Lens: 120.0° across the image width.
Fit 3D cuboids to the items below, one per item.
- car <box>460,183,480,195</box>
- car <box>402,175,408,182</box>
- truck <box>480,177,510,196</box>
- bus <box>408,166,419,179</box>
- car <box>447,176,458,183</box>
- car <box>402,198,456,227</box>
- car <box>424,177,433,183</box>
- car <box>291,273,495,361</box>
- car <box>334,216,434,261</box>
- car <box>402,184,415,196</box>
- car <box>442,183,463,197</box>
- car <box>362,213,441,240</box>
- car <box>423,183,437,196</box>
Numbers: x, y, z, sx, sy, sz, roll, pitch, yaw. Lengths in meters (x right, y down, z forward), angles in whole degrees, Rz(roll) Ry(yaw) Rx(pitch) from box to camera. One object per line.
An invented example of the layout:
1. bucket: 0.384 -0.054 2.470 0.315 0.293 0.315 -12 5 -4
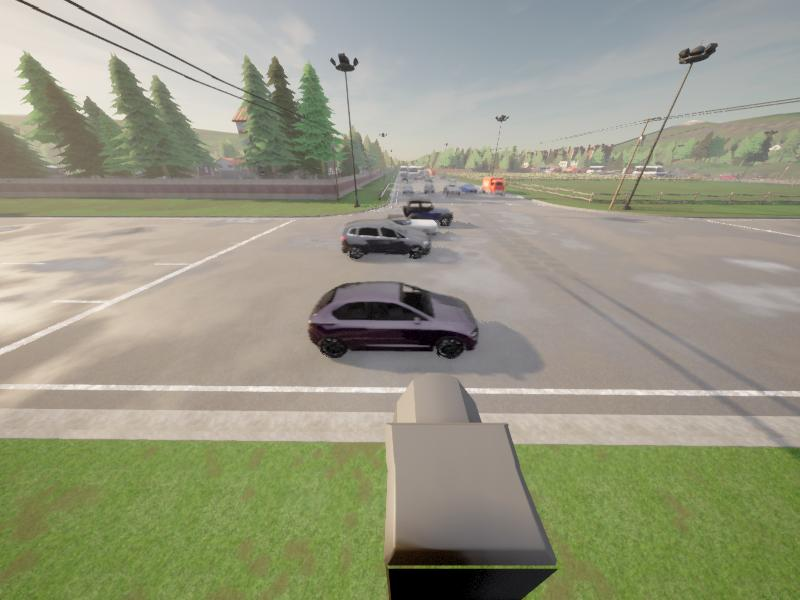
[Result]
1. car: 11.827 -19.106 39.561 1.882 1.535 5.008 0 30 0
2. car: 1.464 -36.164 68.774 1.905 1.878 3.866 0 30 0
3. truck: 15.321 -18.579 37.698 2.627 2.467 5.204 0 31 0
4. bus: 5.200 -51.138 92.331 3.944 4.253 10.273 0 30 0
5. car: 15.450 -35.568 68.085 2.007 1.525 4.514 0 30 0
6. car: 2.106 -6.816 17.921 3.866 1.878 1.905 0 30 1
7. car: 8.463 -35.628 68.337 1.994 1.385 4.181 0 30 0
8. car: -0.144 0.351 5.922 4.193 1.474 1.816 0 30 1
9. car: -0.721 -3.237 11.941 4.611 1.667 2.242 0 30 1
10. car: 1.318 -17.908 37.579 1.812 1.442 4.674 0 30 0
11. car: 8.315 -17.780 37.179 2.152 1.651 5.027 0 30 0
12. car: 0.094 -4.820 15.058 4.718 1.301 1.895 0 30 1
13. car: 4.820 -18.260 38.076 1.789 1.549 3.705 0 30 0
